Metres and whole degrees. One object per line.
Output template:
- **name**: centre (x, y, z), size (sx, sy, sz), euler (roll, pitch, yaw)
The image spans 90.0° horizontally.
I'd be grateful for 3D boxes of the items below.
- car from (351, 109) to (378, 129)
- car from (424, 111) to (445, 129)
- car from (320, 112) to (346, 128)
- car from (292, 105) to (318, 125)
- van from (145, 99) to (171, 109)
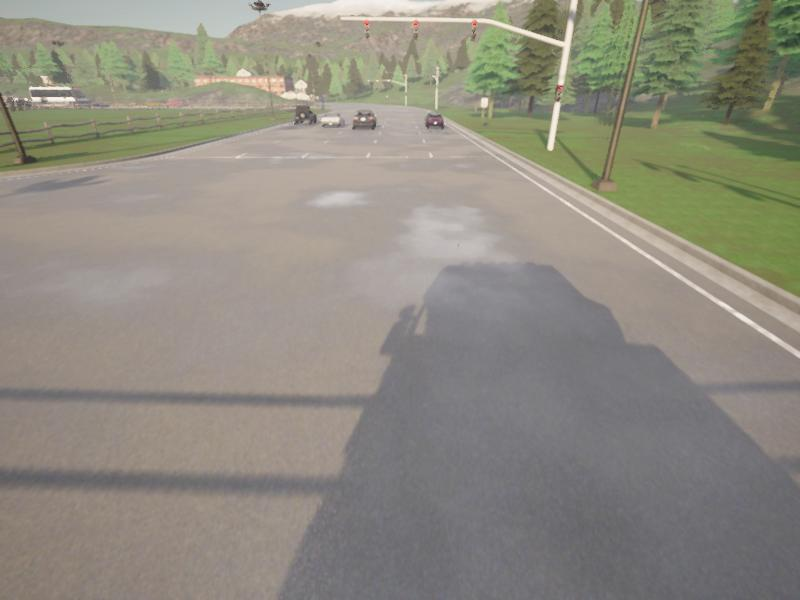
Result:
- **car**: centre (-3.512, -18.324, 40.404), size (2.242, 1.667, 4.611), euler (0, 27, 0)
- **car**: centre (3.485, -18.470, 40.943), size (1.816, 1.474, 4.193), euler (0, 27, 0)
- **car**: centre (-7.014, -19.081, 42.265), size (1.895, 1.301, 4.718), euler (0, 27, 0)
- **car**: centre (-10.513, -20.580, 44.508), size (1.905, 1.878, 3.866), euler (0, 27, 0)
- **van**: centre (-54.648, -44.406, 90.469), size (4.442, 1.987, 1.775), euler (0, 27, -1)
